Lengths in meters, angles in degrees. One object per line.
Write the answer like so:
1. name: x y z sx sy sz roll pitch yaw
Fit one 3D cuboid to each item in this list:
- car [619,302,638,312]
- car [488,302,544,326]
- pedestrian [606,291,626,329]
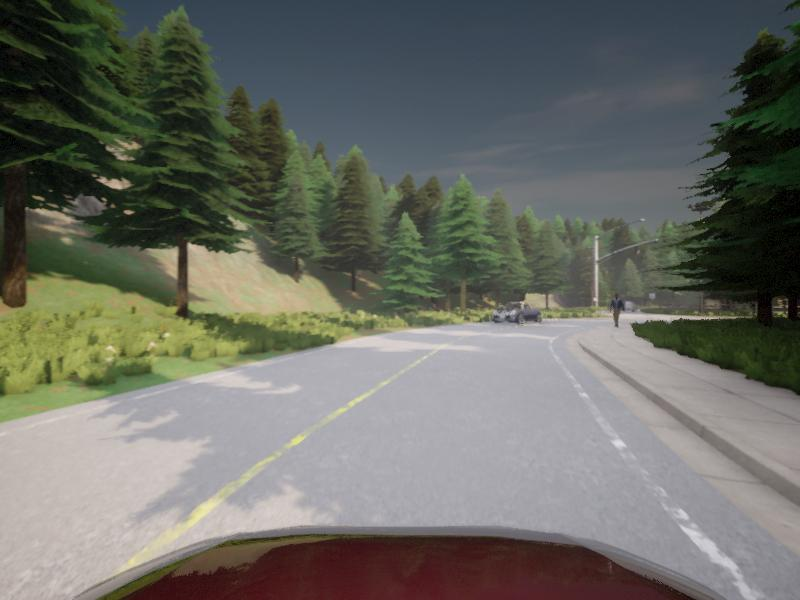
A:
1. car: 33.338 0.955 58.350 1.812 1.442 4.674 0 0 38
2. car: 7.839 0.873 26.844 3.806 1.475 1.970 0 0 -44
3. pedestrian: 11.017 0.505 20.362 0.751 1.860 0.751 0 0 41
